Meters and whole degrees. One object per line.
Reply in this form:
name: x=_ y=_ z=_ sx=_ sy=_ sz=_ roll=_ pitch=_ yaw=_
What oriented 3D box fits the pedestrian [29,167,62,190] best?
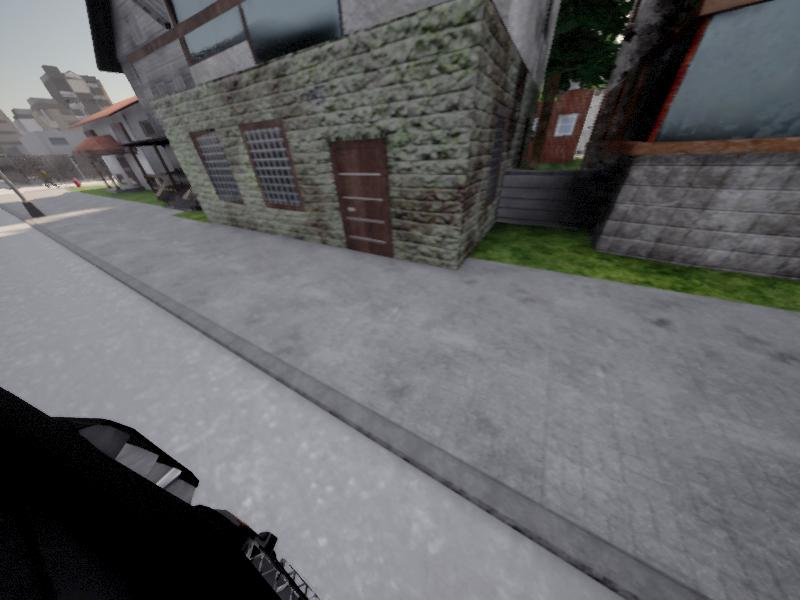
pedestrian: x=-33.650 y=-11.563 z=21.943 sx=0.751 sy=1.860 sz=0.751 roll=13 pitch=37 yaw=23

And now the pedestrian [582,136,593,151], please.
pedestrian: x=29.668 y=-24.713 z=36.514 sx=0.751 sy=1.860 sz=0.751 roll=19 pitch=39 yaw=29
